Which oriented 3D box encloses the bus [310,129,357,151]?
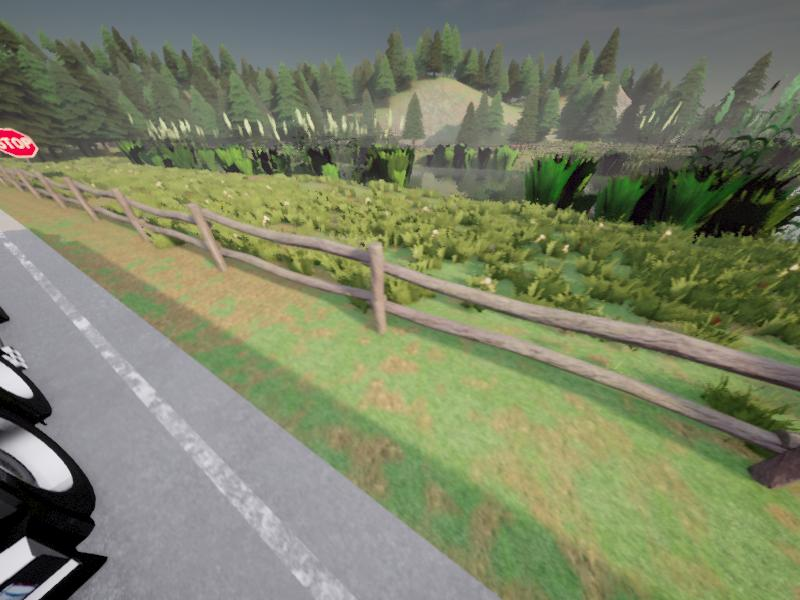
[{"bbox_3d":[-16.742,-40.529,58.549,10.273,4.253,3.944,12,37,17],"label":"bus"}]

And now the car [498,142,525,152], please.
[{"bbox_3d":[23.366,-32.145,48.424,4.553,1.767,2.097,15,38,21],"label":"car"}]

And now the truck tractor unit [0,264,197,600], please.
[{"bbox_3d":[-5.118,-0.291,0.791,6.516,4.208,3.053,18,39,24],"label":"truck tractor unit"}]
